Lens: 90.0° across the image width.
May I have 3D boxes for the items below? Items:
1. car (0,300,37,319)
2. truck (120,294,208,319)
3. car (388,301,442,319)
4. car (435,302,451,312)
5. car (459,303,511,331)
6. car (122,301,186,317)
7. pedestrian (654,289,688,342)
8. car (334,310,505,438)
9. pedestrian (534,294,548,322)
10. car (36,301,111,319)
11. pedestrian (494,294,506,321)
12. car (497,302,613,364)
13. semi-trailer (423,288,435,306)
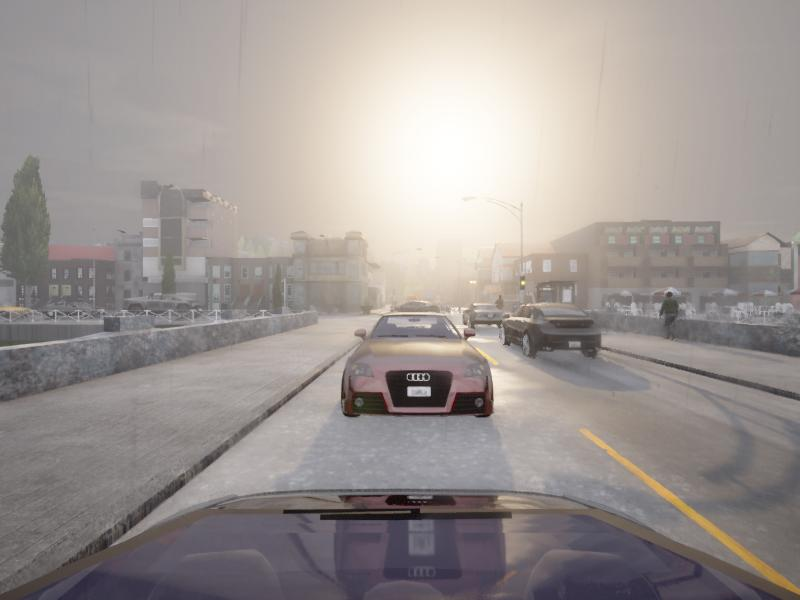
[{"bbox_3d":[-35.539,0.801,35.340,5.366,1.575,1.801,0,0,2],"label":"car"},{"bbox_3d":[-20.415,0.542,34.832,6.274,2.098,2.390,0,0,2],"label":"truck"},{"bbox_3d":[1.302,0.844,35.870,1.837,1.490,4.892,2,-2,-44],"label":"car"},{"bbox_3d":[5.870,0.944,55.132,1.895,1.301,4.718,0,0,2],"label":"car"},{"bbox_3d":[4.797,0.894,23.331,2.033,1.411,5.357,0,0,2],"label":"car"},{"bbox_3d":[-23.869,0.837,38.949,4.902,1.511,2.128,0,0,2],"label":"car"},{"bbox_3d":[9.773,0.533,14.461,0.751,1.860,0.751,0,0,2],"label":"pedestrian"},{"bbox_3d":[0.239,0.907,6.750,1.994,1.385,4.181,0,0,0],"label":"car"},{"bbox_3d":[9.380,0.533,26.631,0.751,1.860,0.751,0,0,10],"label":"pedestrian"},{"bbox_3d":[-28.550,0.836,35.105,4.902,1.511,2.128,0,0,2],"label":"car"},{"bbox_3d":[7.233,0.533,28.901,0.751,1.860,0.751,0,0,19],"label":"pedestrian"},{"bbox_3d":[4.450,0.845,12.406,1.837,1.490,4.892,0,0,2],"label":"car"},{"bbox_3d":[7.531,-0.620,105.097,2.717,4.402,14.254,0,0,2],"label":"semi-trailer"}]
